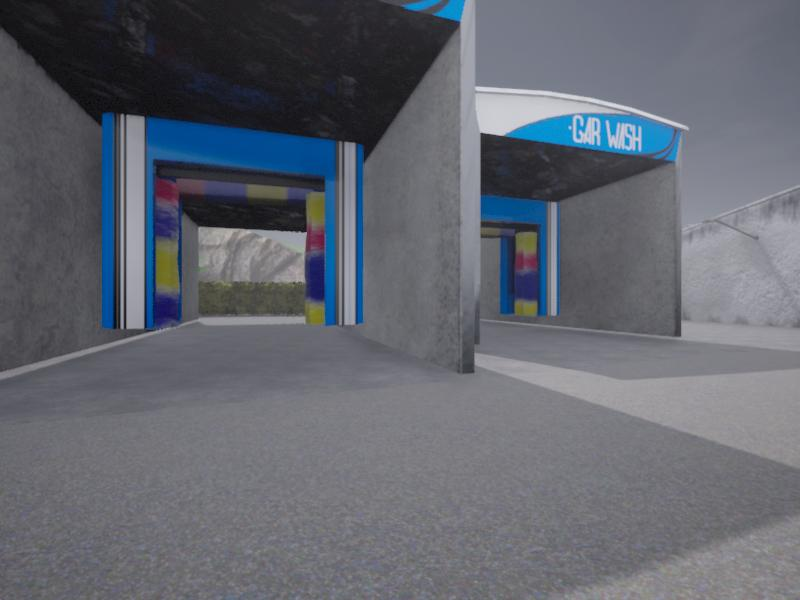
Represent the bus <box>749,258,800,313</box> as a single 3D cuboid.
[{"bbox_3d":[35.429,-1.103,32.689,10.273,4.253,3.944,0,0,0],"label":"bus"}]
